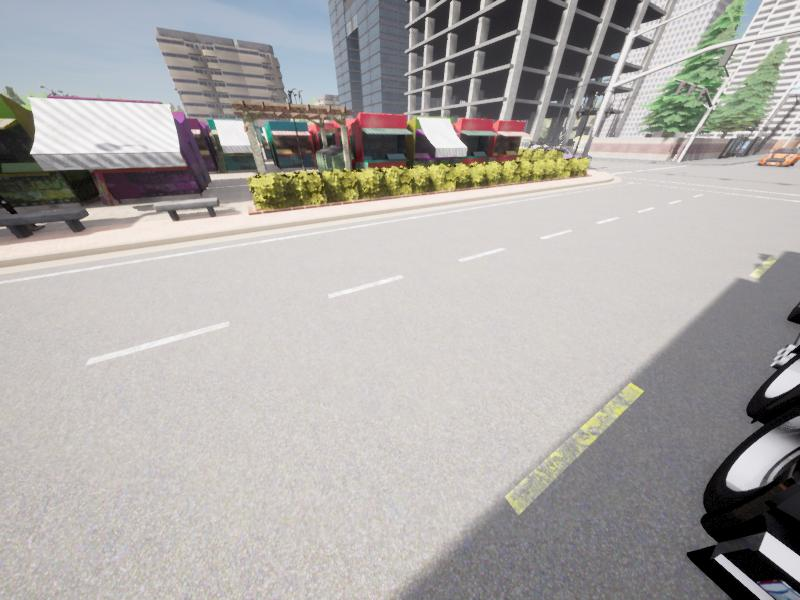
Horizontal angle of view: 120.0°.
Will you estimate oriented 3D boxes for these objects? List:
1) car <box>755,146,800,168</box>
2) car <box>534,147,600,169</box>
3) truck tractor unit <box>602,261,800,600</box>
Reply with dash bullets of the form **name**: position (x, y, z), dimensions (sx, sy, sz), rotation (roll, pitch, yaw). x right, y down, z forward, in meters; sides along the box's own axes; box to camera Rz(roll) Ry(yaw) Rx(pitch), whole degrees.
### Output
- **car**: position (41.597, -15.597, 25.126), dimensions (4.553, 1.767, 2.097), rotation (-18, 39, -24)
- **car**: position (16.780, -14.591, 23.547), dimensions (2.033, 1.649, 4.856), rotation (-18, 39, -24)
- **truck tractor unit**: position (5.104, -0.307, 0.788), dimensions (6.516, 4.208, 3.053), rotation (-19, 39, -24)
